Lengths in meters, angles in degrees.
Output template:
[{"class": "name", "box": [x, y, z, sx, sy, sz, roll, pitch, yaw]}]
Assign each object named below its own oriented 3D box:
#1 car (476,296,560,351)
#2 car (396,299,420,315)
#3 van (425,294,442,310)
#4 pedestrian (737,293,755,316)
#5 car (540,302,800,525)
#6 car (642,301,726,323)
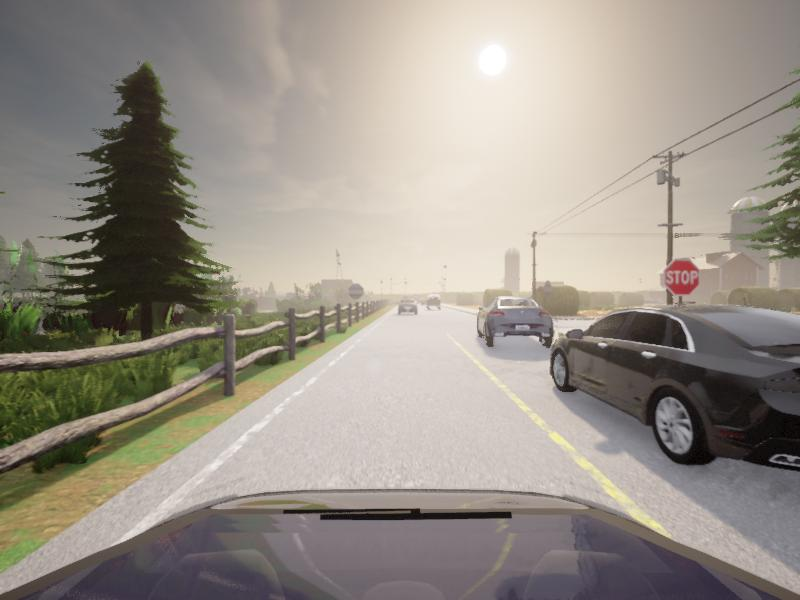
[{"class": "car", "box": [4.038, 0.690, 14.637, 2.152, 1.651, 5.027, 0, 0, 7]}, {"class": "car", "box": [0.755, 0.620, 38.717, 2.128, 1.511, 4.902, 0, 0, 1]}, {"class": "van", "box": [4.654, 0.267, 56.119, 2.069, 2.038, 4.480, 0, 0, 1]}, {"class": "pedestrian", "box": [28.107, 0.341, 32.520, 0.751, 1.860, 0.751, 0, 0, -4]}, {"class": "car", "box": [3.547, 0.803, 5.198, 1.837, 1.490, 4.892, 0, 0, 1]}, {"class": "car", "box": [18.776, 0.797, 26.548, 4.181, 1.385, 1.994, 0, 0, -3]}]
